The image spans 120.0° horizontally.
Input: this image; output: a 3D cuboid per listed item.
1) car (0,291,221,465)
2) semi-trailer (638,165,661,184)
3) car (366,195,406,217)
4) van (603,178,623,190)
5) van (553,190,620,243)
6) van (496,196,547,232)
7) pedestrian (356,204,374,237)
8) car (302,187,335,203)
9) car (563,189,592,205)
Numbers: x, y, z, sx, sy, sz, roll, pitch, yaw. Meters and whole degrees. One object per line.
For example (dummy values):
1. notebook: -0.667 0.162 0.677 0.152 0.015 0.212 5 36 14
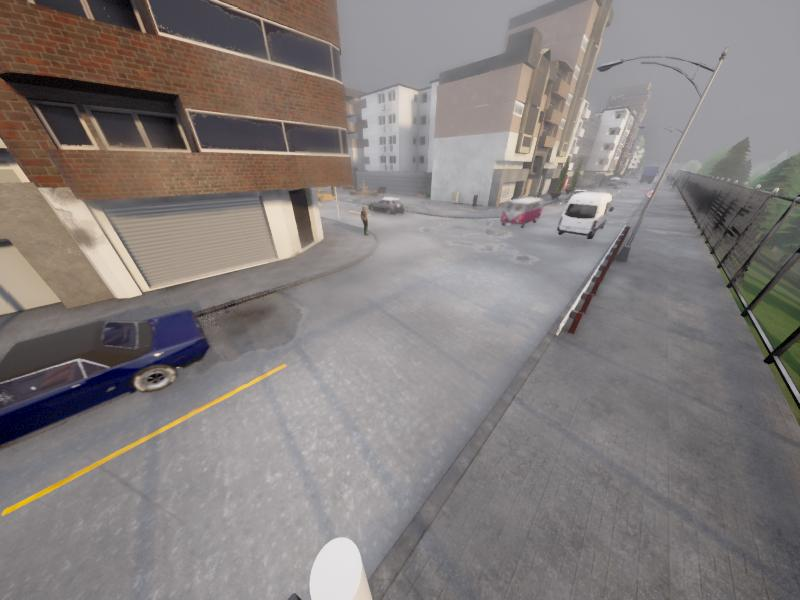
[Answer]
1. car: -6.600 1.504 4.302 4.718 1.301 1.895 -27 39 -38
2. semi-trailer: 74.493 -37.544 68.815 14.254 4.402 2.717 -27 39 -38
3. car: -1.412 -9.568 23.395 3.806 1.475 1.970 27 39 38
4. van: 44.700 -24.446 48.515 4.480 2.038 2.069 -27 39 -38
5. van: 13.133 -6.072 16.148 5.915 2.561 1.988 -27 39 -38
6. van: 9.581 -6.870 18.125 4.442 1.987 1.775 -27 39 -38
7. pedestrian: -2.244 -5.141 14.973 0.751 1.860 0.751 24 38 36
8. car: -11.336 -14.592 31.945 5.366 1.575 1.801 27 39 38
9. car: 22.874 -13.291 29.758 3.806 1.475 1.970 -26 39 -38
